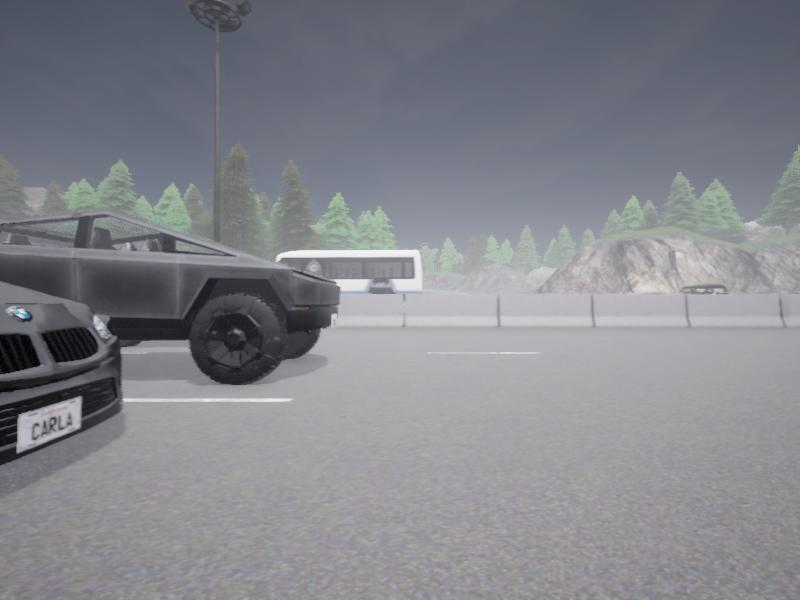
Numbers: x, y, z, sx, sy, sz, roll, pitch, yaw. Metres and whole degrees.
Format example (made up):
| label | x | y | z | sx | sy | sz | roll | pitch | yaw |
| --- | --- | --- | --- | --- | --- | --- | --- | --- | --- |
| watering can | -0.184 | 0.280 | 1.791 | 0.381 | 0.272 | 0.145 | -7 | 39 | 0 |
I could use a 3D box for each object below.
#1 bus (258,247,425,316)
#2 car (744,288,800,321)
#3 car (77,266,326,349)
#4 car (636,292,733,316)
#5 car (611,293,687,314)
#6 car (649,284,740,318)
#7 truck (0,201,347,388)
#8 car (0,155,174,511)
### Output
| label | x | y | z | sx | sy | sz | roll | pitch | yaw |
| --- | --- | --- | --- | --- | --- | --- | --- | --- | --- |
| bus | -3.597 | -1.138 | 26.570 | 10.273 | 4.253 | 3.944 | 0 | 0 | 0 |
| car | 20.388 | 0.211 | 19.711 | 5.366 | 1.575 | 1.801 | 0 | 0 | 0 |
| car | -4.216 | 0.154 | 9.192 | 4.611 | 1.667 | 2.242 | 0 | 0 | 0 |
| car | 18.874 | 0.237 | 26.710 | 4.974 | 1.542 | 2.038 | 0 | 0 | 0 |
| car | 18.709 | 0.237 | 30.210 | 4.514 | 1.525 | 2.007 | 0 | 0 | 0 |
| car | 16.975 | 0.054 | 23.209 | 3.866 | 1.878 | 1.905 | 0 | 0 | 0 |
| truck | -4.048 | -0.060 | 5.690 | 6.274 | 2.098 | 2.390 | 0 | 0 | 0 |
| car | -4.179 | 0.153 | 2.191 | 4.611 | 1.667 | 2.242 | 0 | 0 | 0 |
